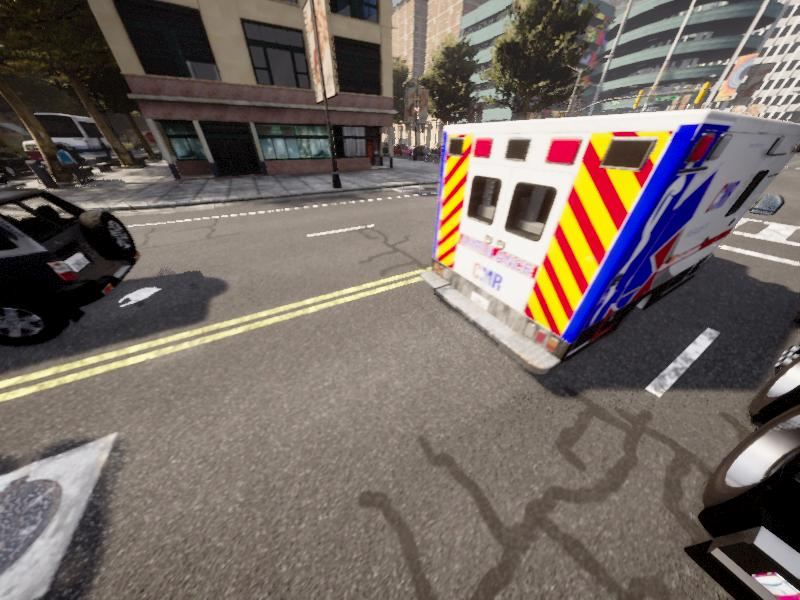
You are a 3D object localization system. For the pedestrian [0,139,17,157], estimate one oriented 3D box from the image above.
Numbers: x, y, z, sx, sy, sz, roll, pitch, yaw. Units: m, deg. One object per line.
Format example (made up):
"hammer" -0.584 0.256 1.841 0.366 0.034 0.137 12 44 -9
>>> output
"pedestrian" -52.087 -20.002 30.382 0.751 1.860 0.751 -18 39 -25

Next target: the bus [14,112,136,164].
"bus" -36.732 -18.916 27.161 3.944 4.253 10.273 -18 39 -24

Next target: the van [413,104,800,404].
"van" 3.593 -1.370 3.870 6.366 2.431 2.351 -18 39 -24

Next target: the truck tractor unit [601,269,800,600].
"truck tractor unit" 5.117 -0.295 0.767 6.516 4.208 3.053 -18 39 -24

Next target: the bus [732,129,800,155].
"bus" 82.950 -35.255 51.540 3.944 4.253 10.273 8 36 11

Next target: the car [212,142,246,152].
"car" -35.226 -31.619 47.749 5.366 1.575 1.801 -18 39 -25

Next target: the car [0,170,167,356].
"car" -6.417 -0.265 2.691 4.605 1.855 1.932 -17 38 -24

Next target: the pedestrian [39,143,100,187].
"pedestrian" -16.712 -6.849 11.768 0.751 1.860 0.751 -10 36 -14

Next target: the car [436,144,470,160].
"car" 7.480 -21.328 33.222 2.242 1.667 4.611 -18 39 -24

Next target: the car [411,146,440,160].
"car" 3.547 -21.205 33.214 1.812 1.442 4.674 -18 39 -24

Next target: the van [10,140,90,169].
"van" -32.292 -13.670 21.595 2.069 2.038 4.480 -18 39 -24

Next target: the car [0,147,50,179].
"car" -28.684 -9.876 16.523 1.930 1.638 5.238 -18 39 -24
